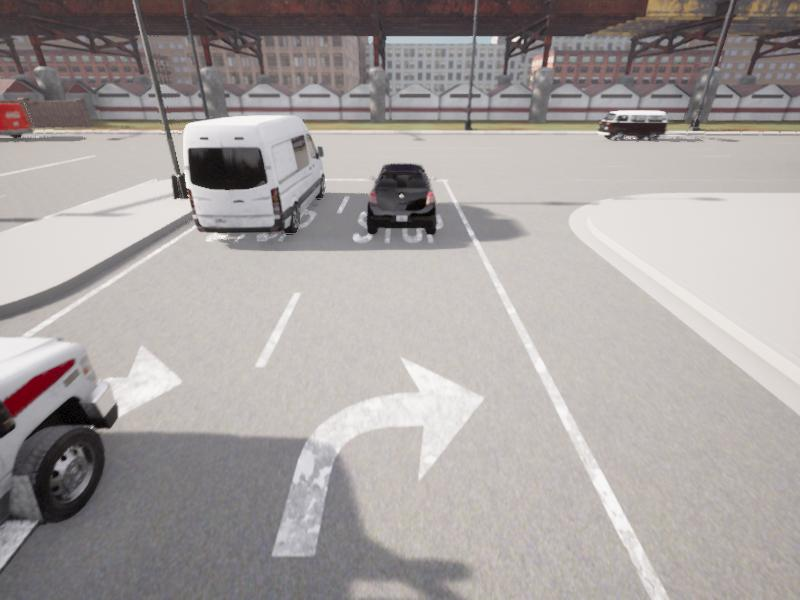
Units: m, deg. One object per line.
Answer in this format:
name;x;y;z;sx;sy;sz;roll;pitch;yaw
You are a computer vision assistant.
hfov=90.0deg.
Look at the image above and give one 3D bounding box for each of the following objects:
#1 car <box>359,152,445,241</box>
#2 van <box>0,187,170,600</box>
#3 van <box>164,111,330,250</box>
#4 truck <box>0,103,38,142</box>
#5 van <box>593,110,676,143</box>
car;0.068;-2.874;10.570;1.845;1.501;3.633;1;27;1
van;-3.495;1.702;0.654;2.351;2.431;6.366;0;27;0
van;-3.482;-3.589;10.851;1.988;2.561;5.915;0;27;1
truck;-30.915;-13.177;29.565;5.204;2.467;2.627;1;27;0
van;17.159;-12.849;29.525;4.480;2.038;2.069;1;27;0
